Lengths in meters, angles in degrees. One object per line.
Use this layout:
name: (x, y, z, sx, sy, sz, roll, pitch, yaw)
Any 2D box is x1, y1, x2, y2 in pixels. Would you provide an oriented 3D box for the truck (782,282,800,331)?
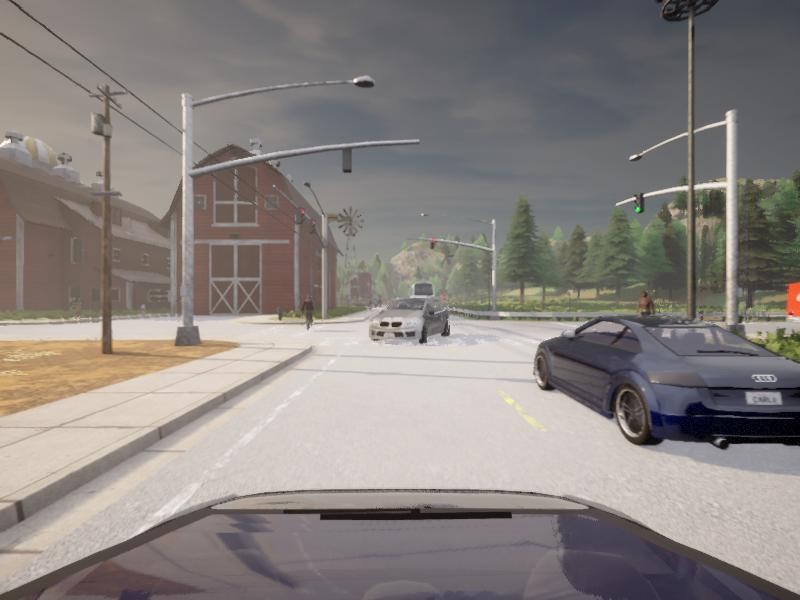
truck: (22.661, 0.347, 19.684, 5.204, 2.467, 2.627, 0, 0, -1)

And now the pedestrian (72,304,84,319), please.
pedestrian: (-22.612, 0.801, 28.057, 0.500, 1.100, 0.500, 0, 0, 28)

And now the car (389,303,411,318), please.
car: (-0.043, 0.945, 38.168, 1.994, 1.385, 4.181, 0, 0, 0)

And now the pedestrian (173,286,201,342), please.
pedestrian: (-7.279, 0.476, 13.725, 0.751, 1.860, 0.751, 0, 0, -20)

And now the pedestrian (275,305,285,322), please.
pedestrian: (-7.906, 0.864, 26.410, 0.500, 1.100, 0.500, 0, 0, -34)

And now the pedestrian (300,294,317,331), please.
pedestrian: (-4.724, 0.632, 20.759, 0.751, 1.860, 0.751, 0, 0, -2)

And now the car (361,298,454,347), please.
car: (0.496, 0.761, 16.208, 2.242, 1.667, 4.611, 0, 0, 22)

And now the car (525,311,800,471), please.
car: (3.489, 0.914, 5.845, 1.994, 1.385, 4.181, 0, 0, 0)

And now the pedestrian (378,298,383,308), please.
pedestrian: (-3.574, 0.556, 72.795, 0.751, 1.860, 0.751, 0, 0, 10)

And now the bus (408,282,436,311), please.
bus: (3.312, -0.472, 63.371, 3.944, 4.253, 10.273, 0, 0, 0)

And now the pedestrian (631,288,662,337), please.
pedestrian: (9.606, 0.475, 15.613, 0.751, 1.860, 0.751, 0, 0, -28)
